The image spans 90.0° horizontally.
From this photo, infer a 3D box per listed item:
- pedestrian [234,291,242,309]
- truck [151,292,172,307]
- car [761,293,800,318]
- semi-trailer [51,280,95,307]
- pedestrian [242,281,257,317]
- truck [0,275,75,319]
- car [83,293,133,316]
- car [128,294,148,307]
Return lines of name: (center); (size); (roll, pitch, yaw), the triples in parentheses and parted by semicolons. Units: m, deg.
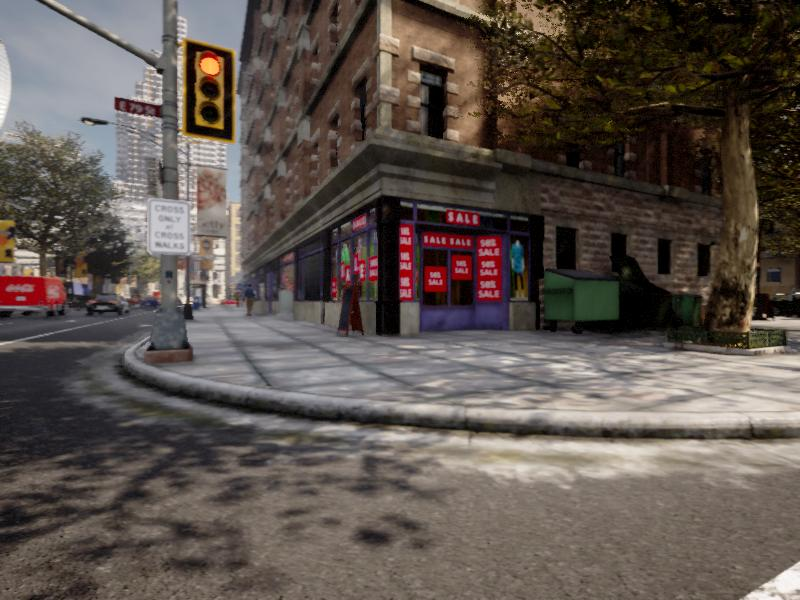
pedestrian: (-17.637, -0.005, 43.477); (0.751, 1.860, 0.751); (0, 0, -24)
truck: (-38.804, -0.083, 65.211); (2.627, 2.467, 5.204); (0, 0, -26)
car: (24.124, 0.328, 23.534); (1.970, 1.475, 3.806); (0, 0, -24)
semi-trailer: (-57.568, -1.050, 70.860); (2.717, 4.402, 14.254); (0, 0, -26)
pedestrian: (-8.104, -0.058, 21.543); (0.751, 1.860, 0.751); (0, 0, -24)
truck: (-23.043, -0.181, 25.408); (2.627, 2.467, 5.204); (0, 0, -26)
car: (-20.732, 0.298, 28.628); (2.038, 1.542, 4.974); (0, 0, -26)
car: (-42.851, 0.128, 65.503); (2.150, 2.045, 5.566); (0, 0, -26)
